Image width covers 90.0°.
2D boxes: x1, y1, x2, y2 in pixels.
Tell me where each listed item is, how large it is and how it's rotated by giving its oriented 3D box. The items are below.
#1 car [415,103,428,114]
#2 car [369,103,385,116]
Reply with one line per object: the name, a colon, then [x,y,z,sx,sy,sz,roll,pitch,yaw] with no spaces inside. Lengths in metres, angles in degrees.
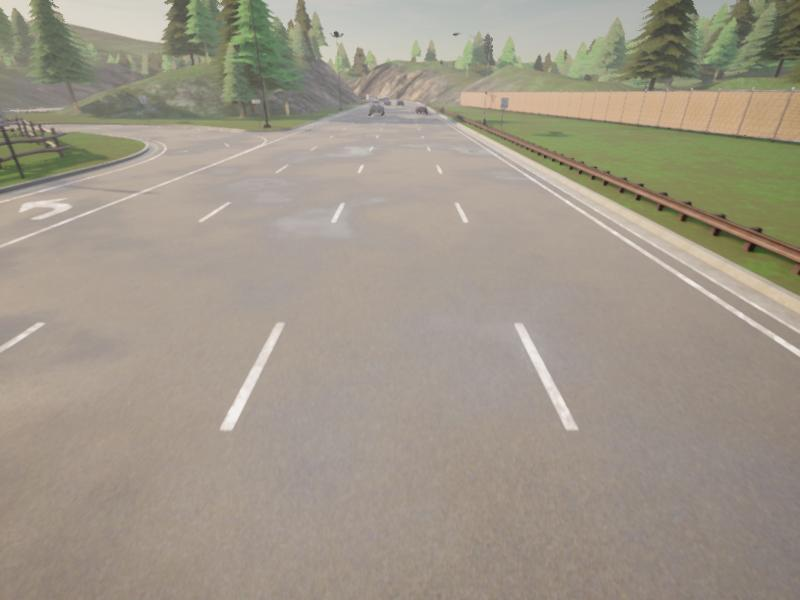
car: [3.528,-31.327,65.522,1.812,1.442,4.674,0,27,0]
car: [-3.475,-29.017,60.817,2.152,1.651,5.027,0,27,0]
